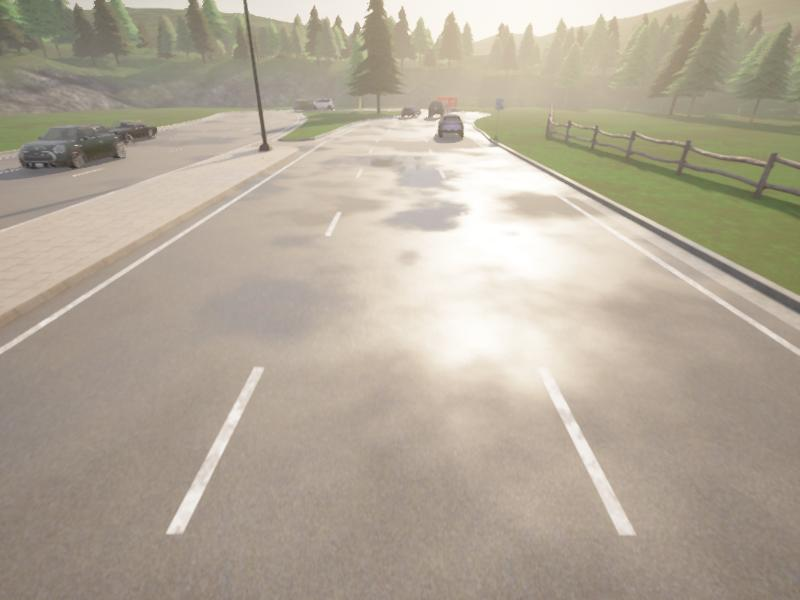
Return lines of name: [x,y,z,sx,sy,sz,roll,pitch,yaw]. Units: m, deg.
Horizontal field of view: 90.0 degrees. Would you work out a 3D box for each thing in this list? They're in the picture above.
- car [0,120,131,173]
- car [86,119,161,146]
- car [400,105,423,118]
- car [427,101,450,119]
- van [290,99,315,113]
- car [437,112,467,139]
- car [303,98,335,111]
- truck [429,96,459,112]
car: [-14.992,-7.147,18.345,2.097,1.767,4.553,0,27,0]
car: [-18.578,-11.475,27.228,1.895,1.301,4.718,-1,27,-2]
car: [1.653,-26.353,55.909,1.837,1.490,4.892,8,28,16]
car: [5.379,-26.459,55.537,2.150,2.045,5.566,7,28,12]
van: [-17.094,-34.182,70.381,1.775,1.987,4.442,14,30,24]
car: [4.007,-13.899,31.704,2.033,1.649,4.856,2,27,3]
car: [-15.453,-37.601,76.946,5.566,2.045,2.150,-20,34,-34]
truck: [8.165,-36.962,75.397,2.627,2.467,5.204,-20,33,-33]
